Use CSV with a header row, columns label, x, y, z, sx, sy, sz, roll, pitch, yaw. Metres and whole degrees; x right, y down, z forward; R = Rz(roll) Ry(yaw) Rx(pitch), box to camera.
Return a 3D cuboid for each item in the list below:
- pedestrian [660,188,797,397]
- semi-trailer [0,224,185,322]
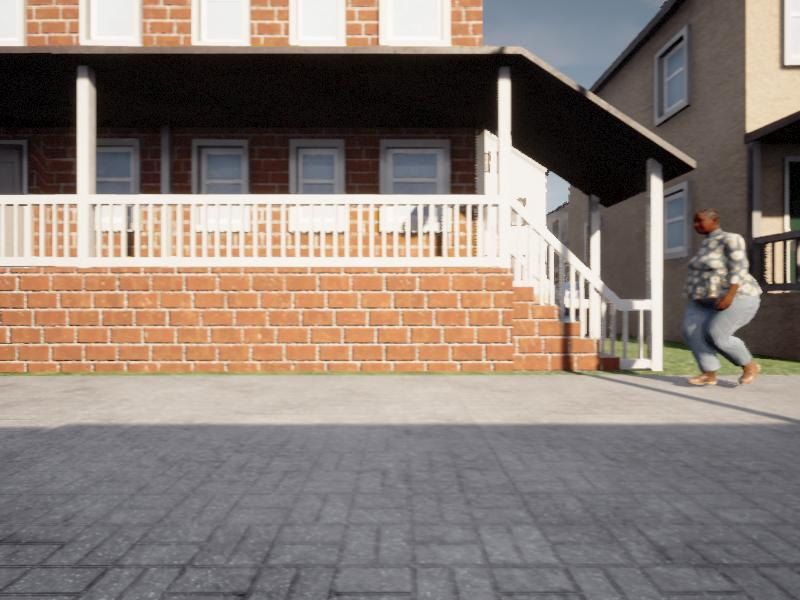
label,x,y,z,sx,sy,sz,roll,pitch,yaw
pedestrian,3.185,-0.067,3.959,0.751,1.860,0.751,0,0,1
semi-trailer,-18.660,-1.216,25.121,2.717,4.402,14.254,0,0,0
